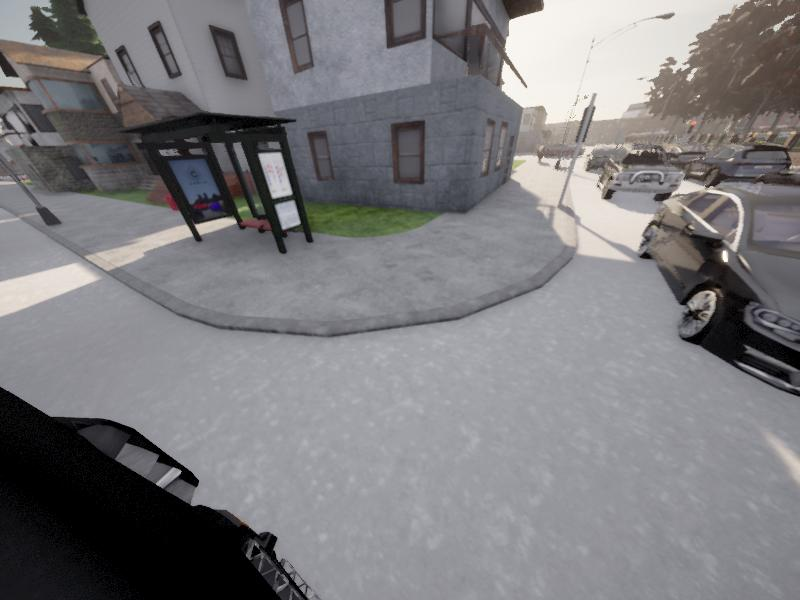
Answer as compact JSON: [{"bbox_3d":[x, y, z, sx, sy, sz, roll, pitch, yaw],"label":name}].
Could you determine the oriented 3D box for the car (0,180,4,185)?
[{"bbox_3d":[-70.808,-19.730,38.370,2.007,1.525,4.514,2,34,8],"label":"car"}]

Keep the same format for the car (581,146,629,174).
[{"bbox_3d":[15.335,-10.721,17.580,1.837,1.490,4.892,16,38,26],"label":"car"}]

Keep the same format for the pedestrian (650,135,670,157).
[{"bbox_3d":[27.802,-16.503,24.757,0.751,1.860,0.751,27,44,37],"label":"pedestrian"}]

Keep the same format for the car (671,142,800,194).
[{"bbox_3d":[15.512,-6.354,10.856,2.033,1.649,4.856,15,37,25],"label":"car"}]

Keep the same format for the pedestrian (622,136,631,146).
[{"bbox_3d":[49.684,-34.824,50.672,0.751,1.860,0.751,16,38,26],"label":"pedestrian"}]

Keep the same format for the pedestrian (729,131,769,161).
[{"bbox_3d":[26.355,-11.610,17.490,0.751,1.860,0.751,16,38,27],"label":"pedestrian"}]

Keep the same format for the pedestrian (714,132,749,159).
[{"bbox_3d":[27.653,-12.895,19.325,0.751,1.860,0.751,16,38,26],"label":"pedestrian"}]

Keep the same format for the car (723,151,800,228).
[{"bbox_3d":[11.984,-3.012,6.198,2.128,1.511,4.902,16,38,26],"label":"car"}]

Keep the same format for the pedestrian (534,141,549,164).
[{"bbox_3d":[14.285,-14.855,23.316,0.751,1.860,0.751,17,38,27],"label":"pedestrian"}]

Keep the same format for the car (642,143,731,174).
[{"bbox_3d":[18.993,-9.696,15.729,2.128,1.511,4.902,14,37,24],"label":"car"}]

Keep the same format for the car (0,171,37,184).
[{"bbox_3d":[-72.596,-22.916,43.243,2.242,1.667,4.611,16,38,26],"label":"car"}]

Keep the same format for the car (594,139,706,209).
[{"bbox_3d":[9.937,-5.492,9.746,1.932,1.855,4.605,16,40,26],"label":"car"}]

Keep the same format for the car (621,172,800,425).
[{"bbox_3d":[5.066,-0.635,3.156,2.128,1.511,4.902,17,39,28],"label":"car"}]

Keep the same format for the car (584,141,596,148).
[{"bbox_3d":[52.667,-43.195,64.119,1.970,1.475,3.806,16,38,26],"label":"car"}]

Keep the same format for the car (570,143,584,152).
[{"bbox_3d":[36.934,-31.992,48.408,1.812,1.442,4.674,16,38,26],"label":"car"}]

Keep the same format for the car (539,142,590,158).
[{"bbox_3d":[21.817,-19.944,30.859,2.033,1.649,4.856,-28,41,-34],"label":"car"}]

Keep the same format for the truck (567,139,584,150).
[{"bbox_3d":[41.955,-37.274,55.385,2.390,2.098,6.274,16,38,26],"label":"truck"}]
